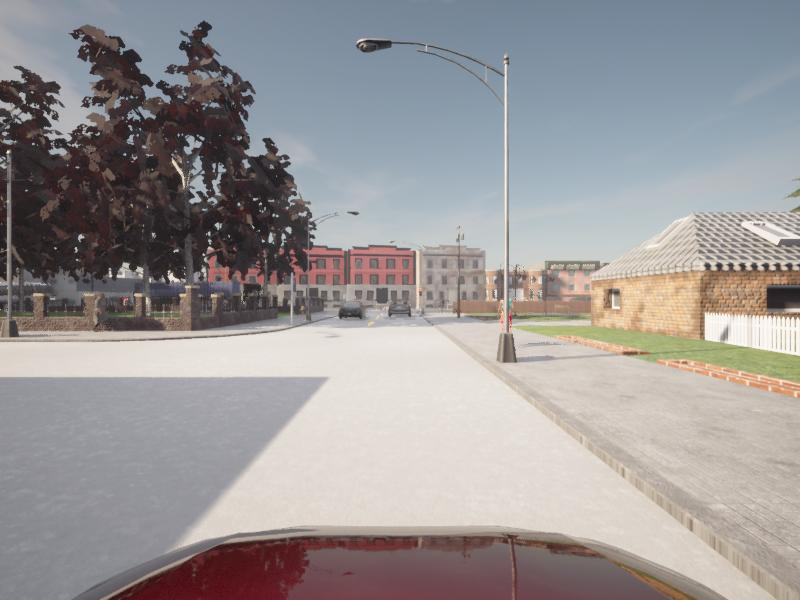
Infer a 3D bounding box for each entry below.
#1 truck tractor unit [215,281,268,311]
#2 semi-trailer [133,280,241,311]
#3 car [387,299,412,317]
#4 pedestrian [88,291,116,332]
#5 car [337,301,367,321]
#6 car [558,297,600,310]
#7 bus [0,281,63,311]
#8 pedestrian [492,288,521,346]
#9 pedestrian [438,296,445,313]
[{"bbox_3d":[-22.986,-0.519,58.390,6.516,4.208,3.053,0,0,0],"label":"truck tractor unit"},{"bbox_3d":[-30.906,-0.620,58.378,14.254,4.402,2.717,0,0,0],"label":"semi-trailer"},{"bbox_3d":[-0.002,0.756,39.227,2.242,1.667,4.611,0,0,1],"label":"car"},{"bbox_3d":[-13.729,0.534,18.431,0.751,1.860,0.751,0,0,0],"label":"pedestrian"},{"bbox_3d":[-3.928,0.823,33.511,1.882,1.535,5.008,0,0,0],"label":"car"},{"bbox_3d":[27.832,0.568,62.390,5.566,2.045,2.150,0,0,0],"label":"car"},{"bbox_3d":[-56.140,-0.531,58.491,10.273,4.253,3.944,0,0,0],"label":"bus"},{"bbox_3d":[3.475,0.533,13.125,0.751,1.860,0.751,0,0,1],"label":"pedestrian"},{"bbox_3d":[4.654,0.525,44.566,0.751,1.860,0.751,0,0,1],"label":"pedestrian"}]
